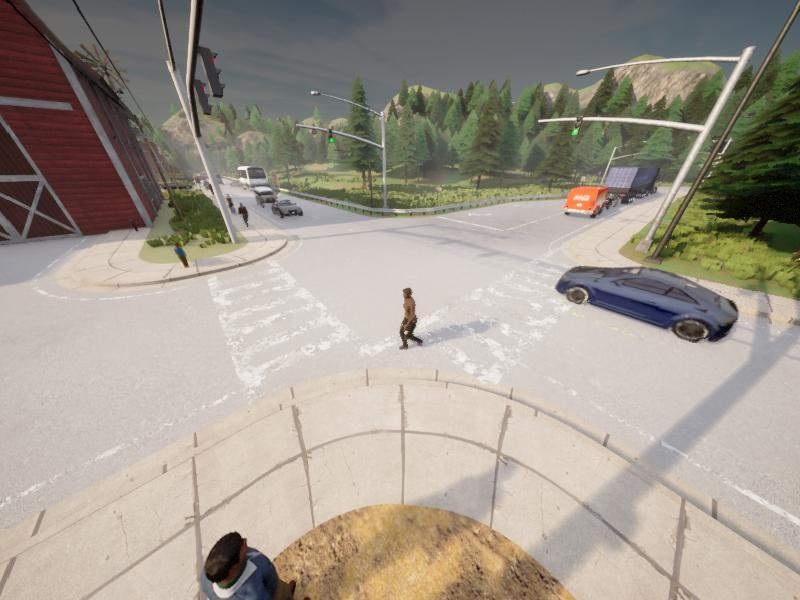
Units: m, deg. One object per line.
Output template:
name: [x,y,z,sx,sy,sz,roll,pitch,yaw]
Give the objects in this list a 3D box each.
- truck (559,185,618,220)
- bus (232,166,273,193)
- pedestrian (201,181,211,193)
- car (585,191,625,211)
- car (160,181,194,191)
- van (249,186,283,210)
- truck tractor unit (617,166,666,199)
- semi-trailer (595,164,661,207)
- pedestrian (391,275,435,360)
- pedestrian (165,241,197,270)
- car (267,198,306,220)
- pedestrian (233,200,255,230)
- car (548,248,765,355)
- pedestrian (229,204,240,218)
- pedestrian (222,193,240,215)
truck: [18.192,-9.531,22.327,5.204,2.467,2.627,-23,37,-34]
bus: [-28.845,-23.616,45.001,3.944,4.253,10.273,-22,37,-33]
pedestrian: [-34.294,-20.002,40.780,0.751,1.860,0.751,-23,37,-34]
car: [23.815,-11.551,26.811,4.902,1.511,2.128,-22,37,-33]
car: [-45.444,-23.247,47.133,4.792,1.488,2.163,-24,37,-35]
van: [-15.938,-12.183,27.410,2.069,2.038,4.480,-22,37,-33]
truck tractor unit: [37.247,-18.221,35.642,6.516,4.208,3.053,-22,37,-33]
semi-trailer: [31.132,-15.800,31.243,14.254,4.402,2.717,-22,37,-34]
pedestrian: [0.272,0.443,5.638,0.751,1.860,0.751,-10,31,-16]
pedestrian: [-9.681,-1.971,10.255,0.500,1.100,0.500,9,31,15]
car: [-11.084,-8.948,22.479,1.994,1.385,4.181,-22,37,-33]
pedestrian: [-11.418,-6.237,16.937,0.751,1.860,0.751,-22,37,-33]
car: [7.674,-0.313,7.521,1.994,1.385,4.181,-23,37,-34]
pedestrian: [-15.012,-8.110,20.941,0.500,1.100,0.500,-16,34,-26]
pedestrian: [-16.061,-9.137,21.960,0.751,1.860,0.751,-23,37,-34]
